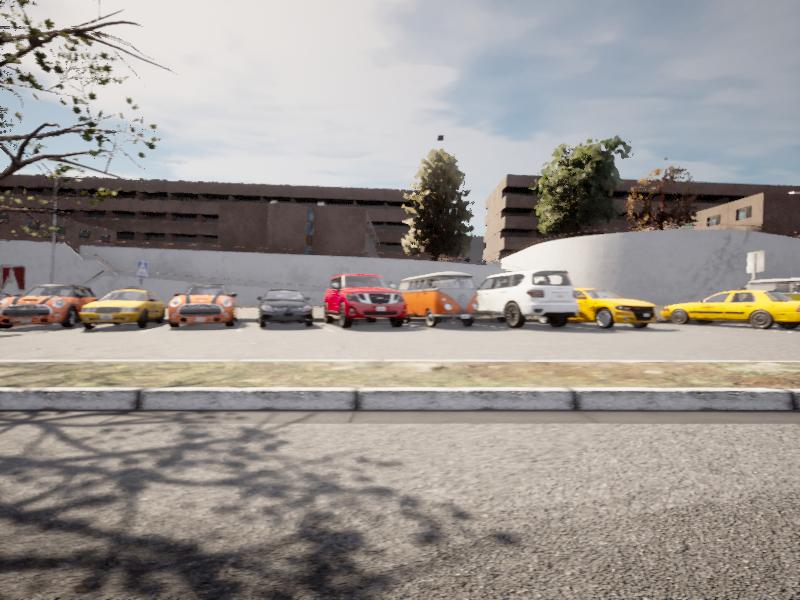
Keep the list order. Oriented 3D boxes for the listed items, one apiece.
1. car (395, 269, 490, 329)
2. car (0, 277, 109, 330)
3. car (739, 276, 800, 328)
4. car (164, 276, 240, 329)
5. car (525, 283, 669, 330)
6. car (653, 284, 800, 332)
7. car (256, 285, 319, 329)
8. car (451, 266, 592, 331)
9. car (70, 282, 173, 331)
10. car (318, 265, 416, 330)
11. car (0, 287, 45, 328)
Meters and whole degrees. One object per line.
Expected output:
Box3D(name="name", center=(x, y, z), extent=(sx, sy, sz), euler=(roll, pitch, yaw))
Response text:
Box3D(name="car", center=(1.444, 0.002, 15.554), extent=(1.878, 1.987, 4.442), euler=(1, -1, -20))
Box3D(name="car", center=(-13.488, 0.152, 15.698), extent=(2.185, 1.767, 4.553), euler=(0, -1, -20))
Box3D(name="car", center=(16.336, 0.087, 15.549), extent=(1.878, 1.987, 4.442), euler=(1, -1, -20))
Box3D(name="car", center=(-7.536, 0.115, 15.694), extent=(2.185, 1.767, 4.553), euler=(0, -1, -20))
Box3D(name="car", center=(7.357, 0.252, 15.662), extent=(2.097, 1.535, 5.008), euler=(1, -1, -20))
Box3D(name="car", center=(13.244, 0.291, 15.828), extent=(1.946, 1.575, 5.366), euler=(0, -1, -20))
Box3D(name="car", center=(-4.551, 0.270, 15.664), extent=(2.002, 1.452, 4.674), euler=(0, -1, -20))
Box3D(name="car", center=(4.367, -0.014, 15.686), extent=(2.435, 2.045, 5.566), euler=(0, -1, -20))
Box3D(name="car", center=(-10.433, 0.249, 15.492), extent=(1.946, 1.575, 5.366), euler=(0, -1, -20))
Box3D(name="car", center=(-1.559, -0.025, 15.639), extent=(2.435, 2.045, 5.566), euler=(1, -1, -20))
Box3D(name="car", center=(-16.455, 0.304, 15.659), extent=(2.097, 1.535, 5.008), euler=(-1, -1, -20))
